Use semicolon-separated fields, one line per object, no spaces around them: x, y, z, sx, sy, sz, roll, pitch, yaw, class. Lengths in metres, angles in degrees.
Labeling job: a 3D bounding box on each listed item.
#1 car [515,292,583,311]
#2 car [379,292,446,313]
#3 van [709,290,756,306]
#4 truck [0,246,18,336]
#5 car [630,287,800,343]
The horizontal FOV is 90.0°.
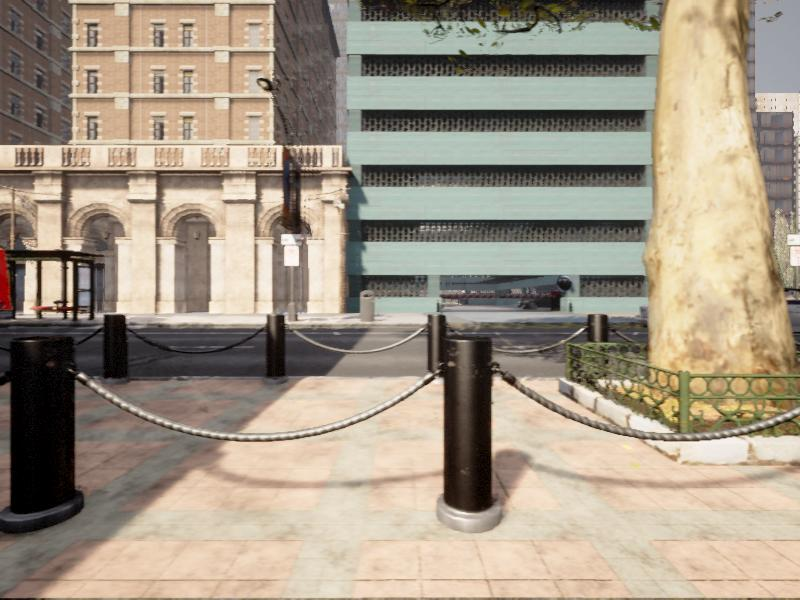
12.450;0.114;33.653;4.902;1.511;2.128;0;0;0;car
0.865;0.157;29.518;4.786;1.482;2.161;0;0;0;car
56.915;-0.315;68.626;1.988;2.561;5.915;0;0;-32;van
-13.559;-0.238;10.175;5.204;2.467;2.627;0;0;0;truck
8.773;0.342;10.202;4.718;1.301;1.895;0;0;0;car
